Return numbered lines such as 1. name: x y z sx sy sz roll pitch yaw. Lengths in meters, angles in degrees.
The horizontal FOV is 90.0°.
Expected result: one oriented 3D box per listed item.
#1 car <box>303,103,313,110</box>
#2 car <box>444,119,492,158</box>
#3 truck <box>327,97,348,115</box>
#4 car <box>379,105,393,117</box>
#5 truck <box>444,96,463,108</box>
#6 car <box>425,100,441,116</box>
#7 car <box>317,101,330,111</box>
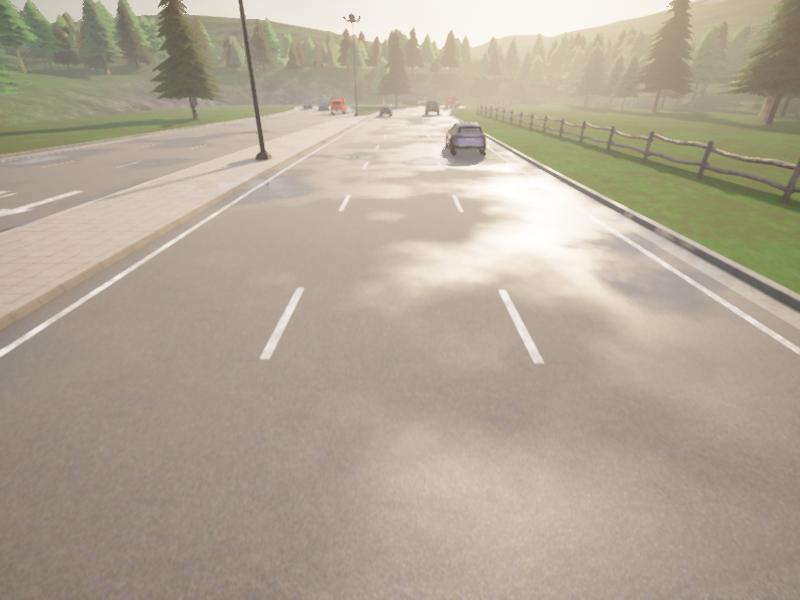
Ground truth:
1. car: -19.655 -41.422 85.508 1.895 1.301 4.718 -4 28 -8
2. car: 3.761 -9.406 23.038 2.033 1.649 4.856 1 27 1
3. truck: -10.140 -31.867 65.689 2.627 2.467 5.204 -1 27 -1
4. car: -2.057 -28.719 60.619 1.837 1.490 4.892 1 27 2
5. truck: 12.439 -45.864 92.734 2.627 2.467 5.204 11 29 21
6. car: 5.271 -30.827 64.093 2.150 2.045 5.566 3 28 7
7. car: -14.891 -37.988 78.314 2.097 1.767 4.553 -3 27 -6
